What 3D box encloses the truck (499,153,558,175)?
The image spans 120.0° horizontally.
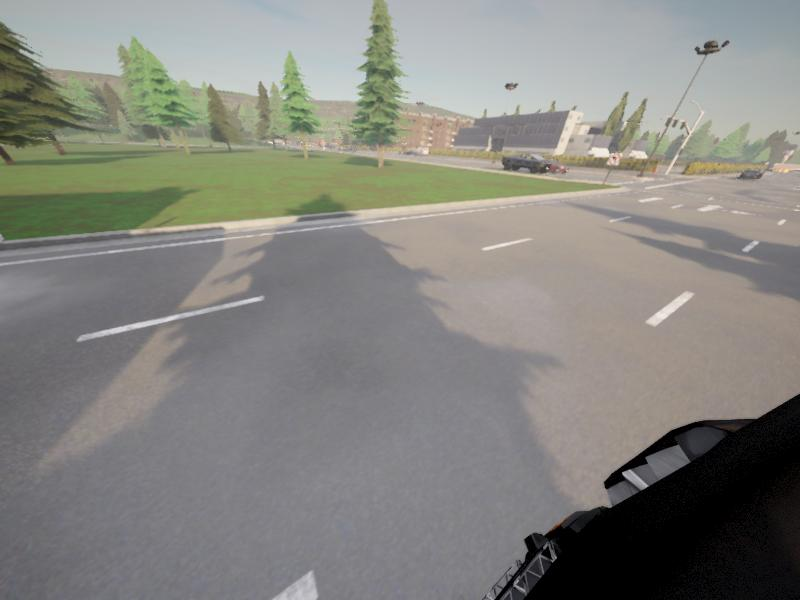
[{"bbox_3d":[16.677,-18.093,30.532,2.390,2.098,6.274,-17,38,-27],"label":"truck"}]

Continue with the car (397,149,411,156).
[{"bbox_3d":[1.319,-48.687,76.153,2.038,1.542,4.974,-16,38,-26],"label":"car"}]

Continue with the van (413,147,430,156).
[{"bbox_3d":[7.170,-51.018,79.268,2.351,2.431,6.366,-17,38,-26],"label":"van"}]

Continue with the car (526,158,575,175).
[{"bbox_3d":[20.277,-18.216,31.401,2.152,1.651,5.027,-17,38,-27],"label":"car"}]

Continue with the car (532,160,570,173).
[{"bbox_3d":[22.332,-19.898,34.312,1.994,1.385,4.181,-17,38,-27],"label":"car"}]

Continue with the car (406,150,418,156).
[{"bbox_3d":[3.940,-49.911,78.262,1.812,1.442,4.674,-17,38,-26],"label":"car"}]

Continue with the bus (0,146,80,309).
[{"bbox_3d":[-10.433,-0.595,0.282,10.273,4.253,3.944,-16,38,-26],"label":"bus"}]

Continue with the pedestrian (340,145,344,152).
[{"bbox_3d":[-17.395,-45.105,68.824,0.751,1.860,0.751,-16,38,-25],"label":"pedestrian"}]

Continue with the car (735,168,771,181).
[{"bbox_3d":[56.098,-20.027,36.734,4.902,1.511,2.128,-16,38,-26],"label":"car"}]
